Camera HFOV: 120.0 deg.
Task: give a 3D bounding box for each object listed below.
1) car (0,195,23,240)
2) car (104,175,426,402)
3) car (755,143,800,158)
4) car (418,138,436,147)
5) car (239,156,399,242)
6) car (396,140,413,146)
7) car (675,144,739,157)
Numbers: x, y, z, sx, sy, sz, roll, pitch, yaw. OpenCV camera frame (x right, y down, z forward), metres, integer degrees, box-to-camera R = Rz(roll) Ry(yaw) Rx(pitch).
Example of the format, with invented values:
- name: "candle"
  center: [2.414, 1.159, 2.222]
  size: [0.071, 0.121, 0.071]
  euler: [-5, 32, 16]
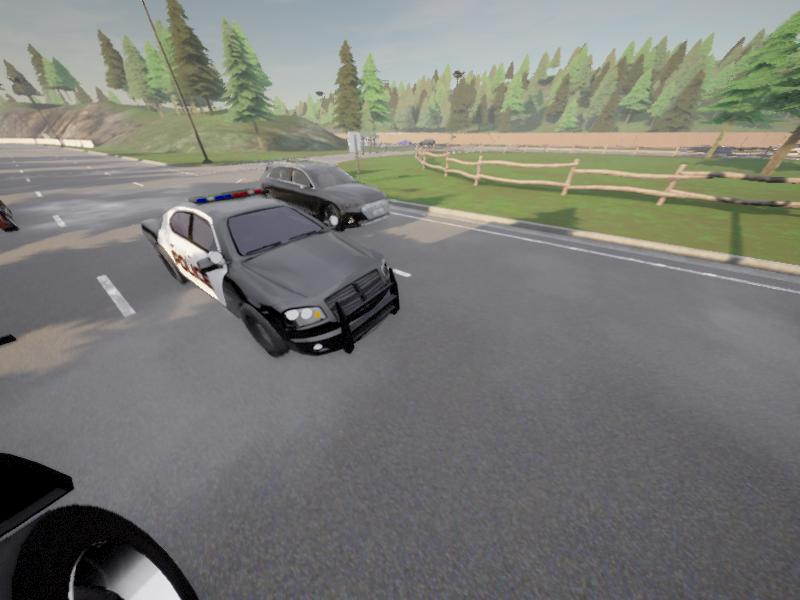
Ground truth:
- name: "car"
  center: [-12.680, -2.555, 6.275]
  size: [4.181, 1.385, 1.994]
  euler: [22, 41, 28]
- name: "car"
  center: [-2.301, -0.879, 3.805]
  size: [4.974, 1.542, 2.038]
  euler: [22, 41, 28]
- name: "car"
  center: [54.078, -21.020, 32.447]
  size: [3.988, 1.617, 1.851]
  euler: [22, 41, 28]
- name: "car"
  center: [7.741, -44.705, 65.529]
  size: [4.605, 1.855, 1.932]
  euler: [22, 41, 28]
- name: "car"
  center: [-2.591, -3.501, 7.429]
  size: [4.856, 1.649, 2.033]
  euler: [22, 41, 28]
- name: "car"
  center: [1.321, -47.117, 69.280]
  size: [4.514, 1.525, 2.007]
  euler: [22, 41, 28]
- name: "car"
  center: [45.032, -22.115, 34.144]
  size: [5.357, 1.411, 2.033]
  euler: [22, 41, 28]
